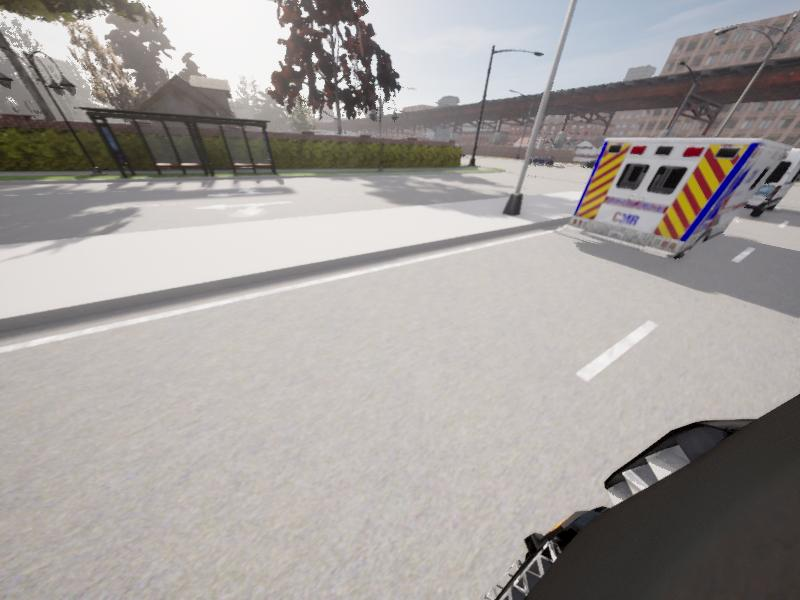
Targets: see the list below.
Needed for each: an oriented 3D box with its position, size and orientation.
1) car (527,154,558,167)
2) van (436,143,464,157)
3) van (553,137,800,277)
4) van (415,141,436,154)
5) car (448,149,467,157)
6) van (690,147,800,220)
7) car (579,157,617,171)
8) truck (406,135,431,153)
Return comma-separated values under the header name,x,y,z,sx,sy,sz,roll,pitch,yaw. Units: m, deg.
name,x,y,z,sx,sy,sz,roll,pitch,yaw
car,23.142,-22.809,37.651,1.789,1.549,3.705,-16,38,-25
van,11.539,-35.010,53.979,2.351,2.431,6.366,-16,39,-25
van,7.766,-2.898,6.451,6.366,2.431,2.351,-16,38,-26
van,6.625,-40.181,60.893,1.988,2.561,5.915,-16,39,-25
car,14.077,-35.955,56.446,1.994,1.385,4.181,-16,39,-25
van,17.264,-5.727,11.147,5.915,2.561,1.988,-16,38,-26
car,29.439,-20.385,34.496,1.845,1.501,3.633,-16,38,-25
truck,5.319,-46.161,68.192,2.891,3.827,8.468,-16,40,-25
